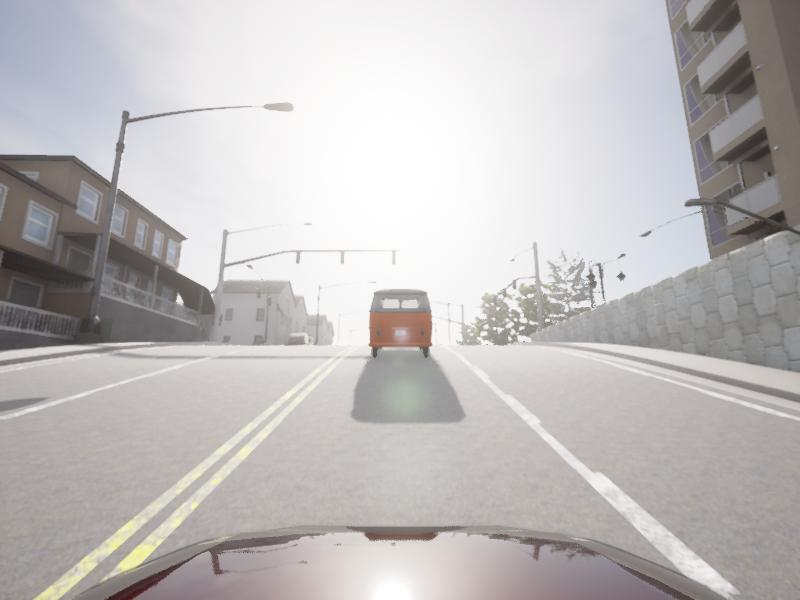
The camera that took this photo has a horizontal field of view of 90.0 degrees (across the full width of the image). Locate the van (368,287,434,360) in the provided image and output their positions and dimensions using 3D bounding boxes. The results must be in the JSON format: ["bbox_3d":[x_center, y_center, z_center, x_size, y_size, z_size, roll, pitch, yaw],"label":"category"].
[{"bbox_3d":[0.017,0.712,13.027,1.775,1.987,4.442,0,-2,0],"label":"van"}]
